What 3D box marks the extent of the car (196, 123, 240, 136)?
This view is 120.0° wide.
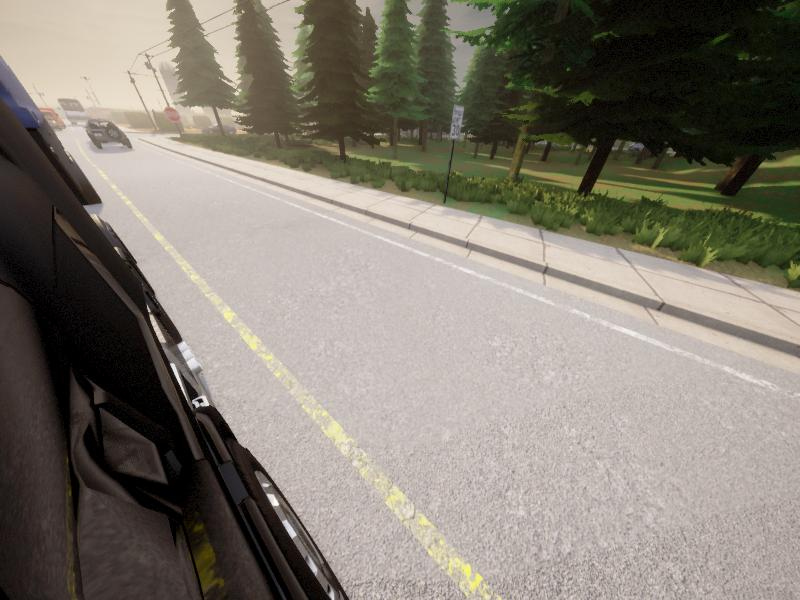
[{"bbox_3d":[-29.454,-27.688,37.551,2.128,1.511,4.902,27,43,29],"label":"car"}]

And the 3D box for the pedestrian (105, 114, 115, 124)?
[{"bbox_3d":[-72.334,-45.193,57.579,0.751,1.860,0.751,27,43,29],"label":"pedestrian"}]

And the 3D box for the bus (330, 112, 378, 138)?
[{"bbox_3d":[-10.071,-39.363,52.086,3.944,4.253,10.273,27,43,29],"label":"bus"}]

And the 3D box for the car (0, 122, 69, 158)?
[{"bbox_3d":[-22.488,-9.814,14.058,4.902,1.511,2.128,29,44,30],"label":"car"}]

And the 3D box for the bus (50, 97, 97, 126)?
[{"bbox_3d":[-68.784,-39.683,48.733,10.273,4.253,3.944,29,44,31],"label":"bus"}]

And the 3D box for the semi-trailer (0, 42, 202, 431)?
[{"bbox_3d":[-8.703,-3.605,4.220,14.254,4.402,2.717,28,44,30],"label":"semi-trailer"}]

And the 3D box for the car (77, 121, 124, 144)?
[{"bbox_3d":[-27.666,-15.549,21.378,4.514,1.525,2.007,31,45,33],"label":"car"}]

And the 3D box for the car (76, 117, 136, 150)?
[{"bbox_3d":[-22.796,-12.927,17.889,4.605,1.855,1.932,29,44,31],"label":"car"}]

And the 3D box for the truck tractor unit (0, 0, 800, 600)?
[{"bbox_3d":[-2.645,-0.295,0.351,6.516,4.208,3.053,28,44,30],"label":"truck tractor unit"}]
